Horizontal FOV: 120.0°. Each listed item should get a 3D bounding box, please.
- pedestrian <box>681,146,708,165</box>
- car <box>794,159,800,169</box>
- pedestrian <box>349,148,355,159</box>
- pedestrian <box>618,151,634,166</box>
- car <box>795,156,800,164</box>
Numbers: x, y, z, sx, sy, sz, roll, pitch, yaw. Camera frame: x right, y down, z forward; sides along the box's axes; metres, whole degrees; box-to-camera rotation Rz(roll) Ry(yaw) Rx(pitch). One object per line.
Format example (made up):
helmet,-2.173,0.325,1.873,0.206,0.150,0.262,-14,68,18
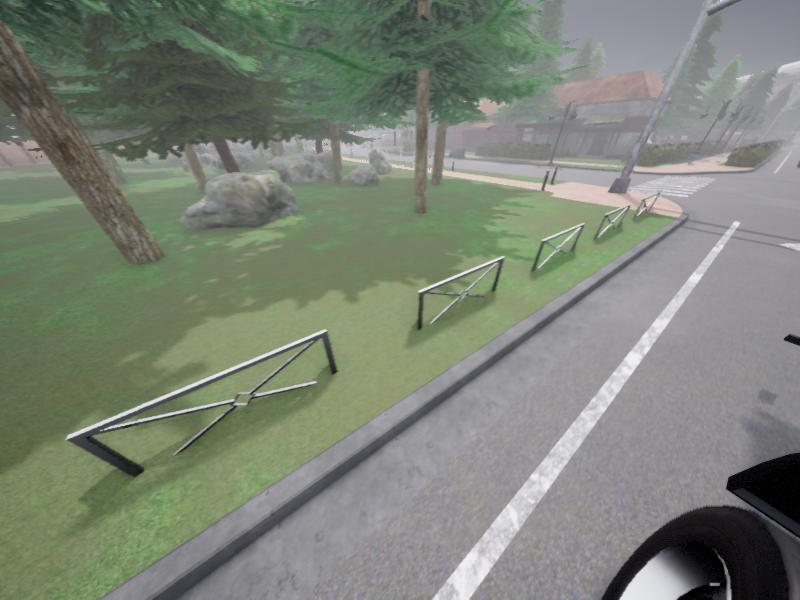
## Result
pedestrian,24.723,-12.132,19.400,0.751,1.300,0.751,-18,39,-23
car,34.333,-11.604,18.581,4.856,1.649,2.033,-22,41,-28
pedestrian,-6.172,-18.748,29.529,0.500,1.100,0.500,-22,40,-27
pedestrian,19.953,-12.497,20.418,0.500,1.100,0.500,-18,39,-23
car,39.908,-13.841,21.795,4.902,1.511,2.128,-22,41,-28
